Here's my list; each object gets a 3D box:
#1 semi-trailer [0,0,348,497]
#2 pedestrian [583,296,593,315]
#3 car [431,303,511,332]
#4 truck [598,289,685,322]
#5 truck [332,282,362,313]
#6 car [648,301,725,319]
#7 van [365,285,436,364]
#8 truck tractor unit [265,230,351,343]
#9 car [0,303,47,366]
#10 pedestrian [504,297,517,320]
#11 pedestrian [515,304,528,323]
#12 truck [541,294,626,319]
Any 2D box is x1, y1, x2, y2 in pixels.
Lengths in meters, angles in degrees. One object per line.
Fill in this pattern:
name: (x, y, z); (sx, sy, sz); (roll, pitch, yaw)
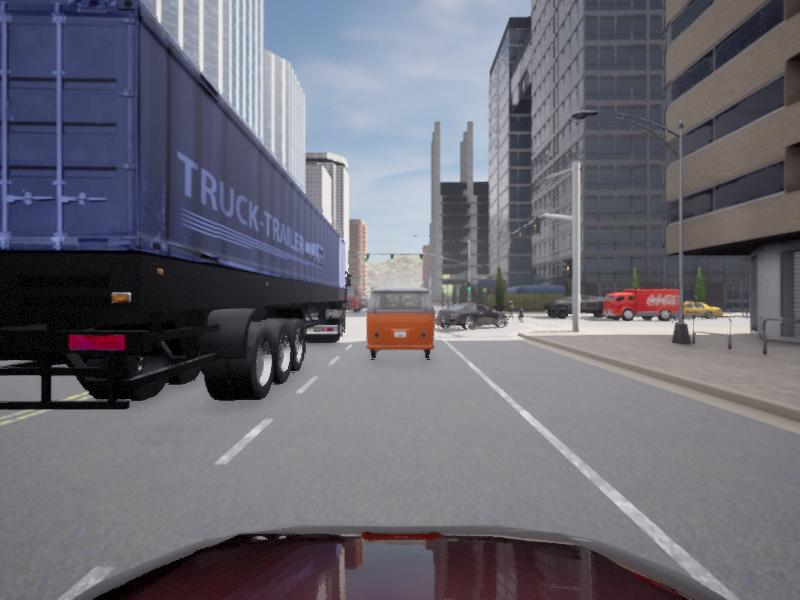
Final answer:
semi-trailer: (-3.534, -0.606, 10.336); (2.717, 4.402, 14.254); (0, 0, -1)
pedestrian: (18.516, 0.528, 39.409); (0.751, 1.860, 0.751); (0, 0, 10)
car: (4.037, 0.894, 22.364); (4.674, 1.442, 1.812); (0, 0, -39)
truck: (18.779, 0.391, 31.325); (5.204, 2.467, 2.627); (0, 0, 1)
truck: (-6.924, -0.263, 53.525); (2.891, 3.827, 8.468); (0, 0, 0)
car: (24.757, 0.840, 34.704); (5.366, 1.575, 1.801); (0, 0, 1)
van: (0.012, 0.612, 12.301); (1.775, 1.987, 4.442); (0, 0, 0)
truck tractor unit: (-3.827, -0.502, 18.237); (3.053, 4.208, 6.516); (0, 0, -6)
car: (-10.539, 0.837, 9.084); (1.845, 1.501, 3.633); (0, 0, 0)
pedestrian: (8.996, 0.673, 32.509); (0.751, 1.860, 0.751); (0, 0, -16)
pedestrian: (8.429, 0.948, 27.808); (0.751, 1.300, 0.751); (0, 0, 9)
truck: (15.880, 0.581, 34.873); (6.274, 2.098, 2.390); (0, 0, 1)
